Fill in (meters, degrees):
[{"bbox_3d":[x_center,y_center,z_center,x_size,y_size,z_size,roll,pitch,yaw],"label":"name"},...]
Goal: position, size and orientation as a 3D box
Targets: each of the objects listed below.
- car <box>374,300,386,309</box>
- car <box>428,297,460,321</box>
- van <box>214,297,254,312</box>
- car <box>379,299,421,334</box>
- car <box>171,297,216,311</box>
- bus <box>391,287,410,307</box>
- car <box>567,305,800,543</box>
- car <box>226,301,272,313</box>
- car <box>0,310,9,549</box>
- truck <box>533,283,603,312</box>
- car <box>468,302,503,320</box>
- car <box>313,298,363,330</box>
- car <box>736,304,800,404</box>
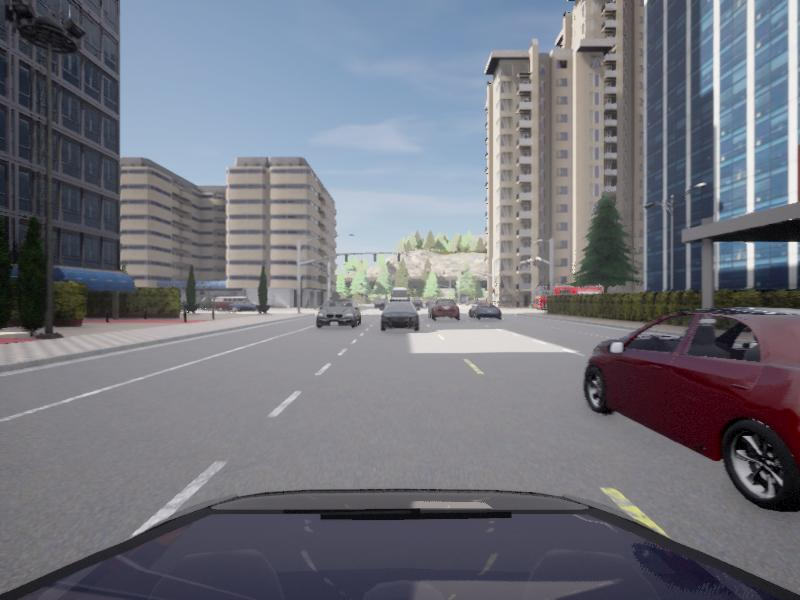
[{"bbox_3d":[-3.505,0.743,71.296,1.930,1.638,5.238,0,0,0],"label":"car"},{"bbox_3d":[3.496,0.683,32.359,2.097,1.767,4.553,0,0,0],"label":"car"},{"bbox_3d":[-21.571,0.575,52.049,4.442,1.987,1.775,0,0,1],"label":"van"},{"bbox_3d":[-0.003,0.762,20.986,1.930,1.638,5.238,0,0,0],"label":"car"},{"bbox_3d":[-30.485,0.547,59.128,5.566,2.045,2.150,0,0,0],"label":"car"},{"bbox_3d":[0.114,-0.574,89.600,3.944,4.253,10.273,0,0,0],"label":"bus"},{"bbox_3d":[3.498,0.823,4.362,1.845,1.501,3.633,0,0,0],"label":"car"},{"bbox_3d":[-18.247,0.832,48.515,4.792,1.488,2.163,0,0,1],"label":"car"},{"bbox_3d":[-3.502,0.823,0.113,1.882,1.535,5.008,0,0,0],"label":"car"},{"bbox_3d":[23.035,-0.342,55.108,8.468,3.827,2.891,0,0,1],"label":"truck"},{"bbox_3d":[6.998,0.893,33.160,1.994,1.385,4.181,0,0,0],"label":"car"},{"bbox_3d":[-3.503,0.746,23.589,2.242,1.667,4.611,0,0,0],"label":"car"},{"bbox_3d":[6.999,0.823,5.411,1.845,1.501,3.633,0,0,0],"label":"car"}]
